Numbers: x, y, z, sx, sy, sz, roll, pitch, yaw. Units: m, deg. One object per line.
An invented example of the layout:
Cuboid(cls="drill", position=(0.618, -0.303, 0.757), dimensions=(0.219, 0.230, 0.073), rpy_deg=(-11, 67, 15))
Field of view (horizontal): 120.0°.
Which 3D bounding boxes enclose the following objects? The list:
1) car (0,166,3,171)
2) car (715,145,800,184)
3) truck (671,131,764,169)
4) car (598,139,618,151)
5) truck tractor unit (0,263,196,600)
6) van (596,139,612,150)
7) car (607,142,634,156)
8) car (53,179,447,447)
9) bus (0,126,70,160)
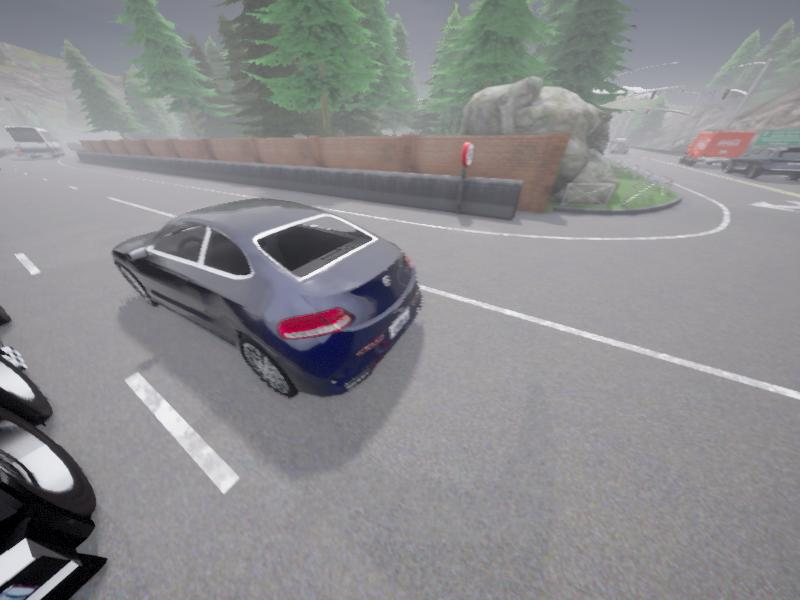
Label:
Cuboid(cls="car", position=(-40.375, -13.127, 22.141), dimensions=(4.718, 1.301, 1.895), rpy_deg=(21, 40, 28))
Cuboid(cls="car", position=(22.448, -8.403, 14.106), dimensions=(2.033, 1.649, 4.856), rpy_deg=(19, 39, 25))
Cuboid(cls="truck", position=(26.905, -13.065, 20.028), dimensions=(2.627, 2.467, 5.204), rpy_deg=(19, 39, 25))
Cuboid(cls="car", position=(41.905, -31.307, 46.632), dimensions=(1.932, 1.855, 4.605), rpy_deg=(18, 39, 25))
Cuboid(cls="truck tractor unit", position=(-5.112, -0.298, 0.790), dimensions=(6.516, 4.208, 3.053), rpy_deg=(18, 39, 24))
Cuboid(cls="van", position=(45.828, -35.164, 52.041), dimensions=(1.775, 1.987, 4.442), rpy_deg=(18, 39, 25))
Cuboid(cls="car", position=(34.054, -23.522, 35.876), dimensions=(2.038, 1.542, 4.974), rpy_deg=(18, 40, 25))
Cuboid(cls="car", position=(-2.162, -0.579, 3.444), dimensions=(5.027, 1.651, 2.152), rpy_deg=(18, 39, 24))
Cuboid(cls="bus", position=(-60.859, -26.360, 38.770), dimensions=(3.944, 4.253, 10.273), rpy_deg=(-30, 44, -35))
